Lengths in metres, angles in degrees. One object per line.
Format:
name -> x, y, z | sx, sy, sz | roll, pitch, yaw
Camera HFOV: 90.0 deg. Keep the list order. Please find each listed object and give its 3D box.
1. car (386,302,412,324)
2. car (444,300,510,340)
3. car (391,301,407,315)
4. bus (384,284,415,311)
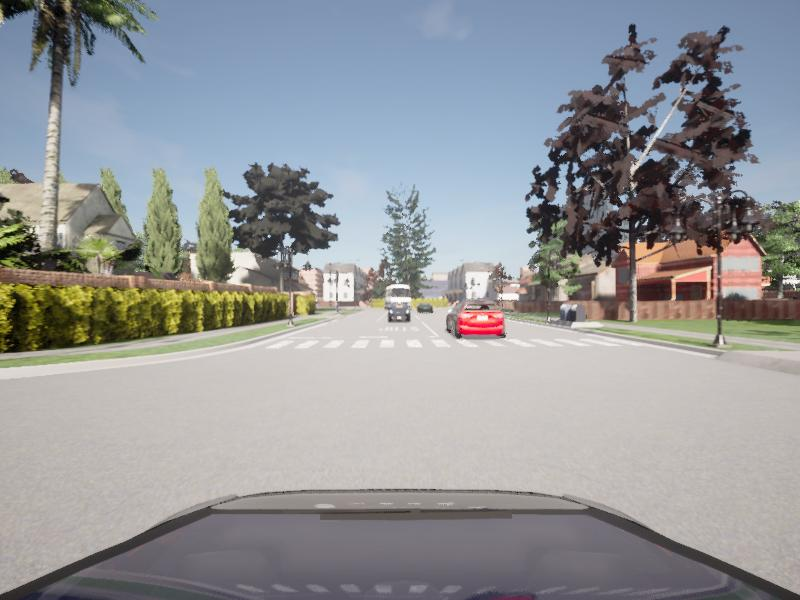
car -> -0.055, 0.938, 30.176 | 1.845, 1.501, 3.633 | 0, 0, 0
car -> 3.462, 0.828, 18.942 | 2.242, 1.667, 4.611 | 0, 0, 0
car -> -0.080, 0.950, 48.460 | 1.801, 1.575, 5.366 | 0, 0, 0
bus -> -0.313, -0.339, 68.565 | 3.944, 4.253, 10.273 | 0, -1, -8
